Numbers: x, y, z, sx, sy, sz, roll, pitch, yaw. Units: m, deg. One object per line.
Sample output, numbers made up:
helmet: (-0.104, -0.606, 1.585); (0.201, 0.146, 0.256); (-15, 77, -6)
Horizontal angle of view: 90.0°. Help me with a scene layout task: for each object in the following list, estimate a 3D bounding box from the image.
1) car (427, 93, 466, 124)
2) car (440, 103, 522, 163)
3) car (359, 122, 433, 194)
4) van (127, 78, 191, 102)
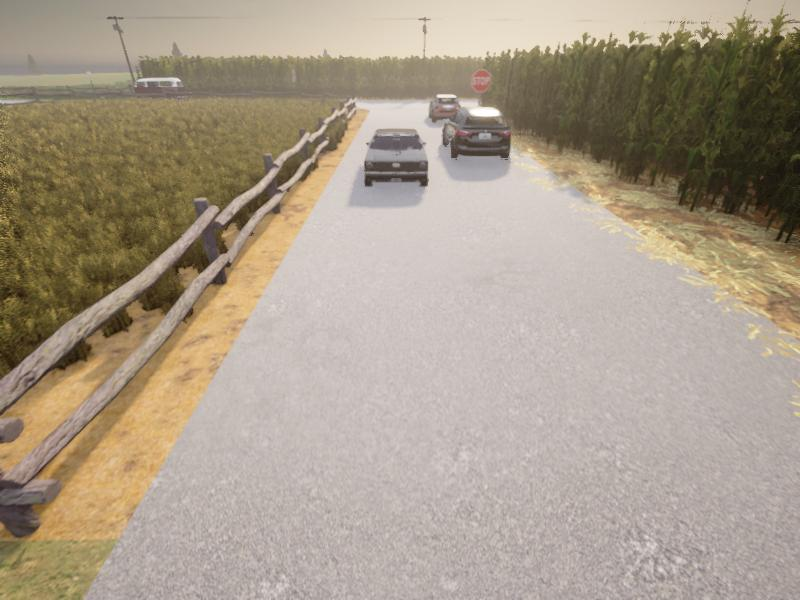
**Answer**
car: (2.880, -12.319, 25.608); (1.970, 1.475, 3.806); (0, 30, 0)
car: (2.959, -6.755, 15.885); (2.242, 1.667, 4.611); (0, 29, 0)
car: (-0.116, -4.652, 12.675); (1.895, 1.301, 4.718); (0, 30, 0)
van: (-23.426, -20.529, 39.078); (4.480, 2.038, 2.069); (0, 30, 0)
